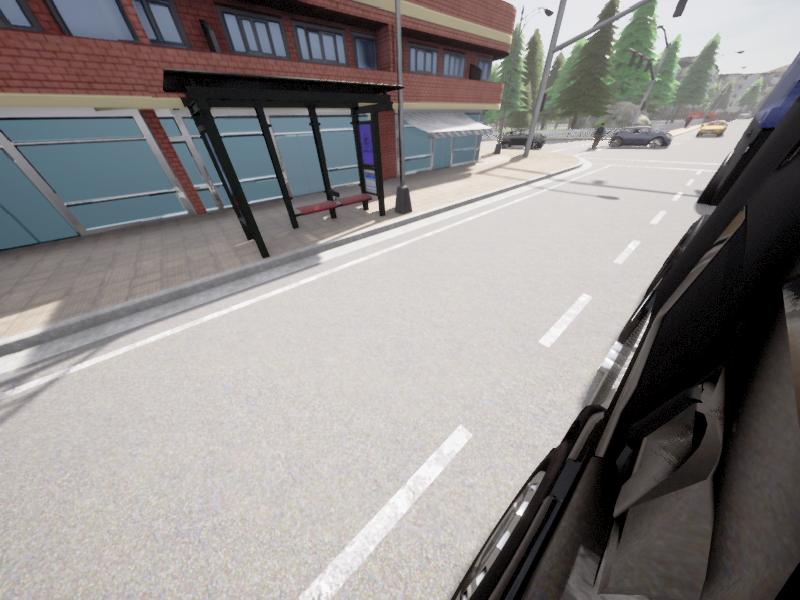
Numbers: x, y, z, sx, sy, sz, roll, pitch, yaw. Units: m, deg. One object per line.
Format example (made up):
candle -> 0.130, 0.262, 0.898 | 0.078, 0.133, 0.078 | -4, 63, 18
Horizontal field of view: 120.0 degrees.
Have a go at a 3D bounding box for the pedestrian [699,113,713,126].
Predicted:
pedestrian -> 57.873, -34.080, 43.708 | 0.751, 1.860, 0.751 | -28, 43, -29

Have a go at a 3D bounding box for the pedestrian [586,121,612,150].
pedestrian -> 16.153, -13.338, 18.773 | 0.751, 1.860, 0.751 | -24, 42, -26

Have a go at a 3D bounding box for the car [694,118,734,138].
car -> 35.621, -19.523, 26.178 | 5.366, 1.575, 1.801 | -27, 43, -29

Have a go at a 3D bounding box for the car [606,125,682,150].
car -> 19.820, -13.357, 18.955 | 1.970, 1.475, 3.806 | -30, 45, -32

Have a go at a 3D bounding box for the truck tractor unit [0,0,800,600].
truck tractor unit -> 2.645, -0.295, 0.351 | 6.516, 4.208, 3.053 | -28, 44, -30

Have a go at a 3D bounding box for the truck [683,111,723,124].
truck -> 77.819, -46.921, 59.399 | 2.627, 2.467, 5.204 | -18, 39, -19

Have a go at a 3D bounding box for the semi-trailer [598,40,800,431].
semi-trailer -> 8.692, -3.610, 4.231 | 14.254, 4.402, 2.717 | -28, 44, -30

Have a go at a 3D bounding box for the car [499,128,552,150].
car -> 11.698, -15.105, 21.709 | 3.705, 1.549, 1.789 | 24, 44, 31

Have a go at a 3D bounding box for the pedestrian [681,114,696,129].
pedestrian -> 48.605, -30.077, 38.941 | 0.751, 1.860, 0.751 | -28, 44, -30
